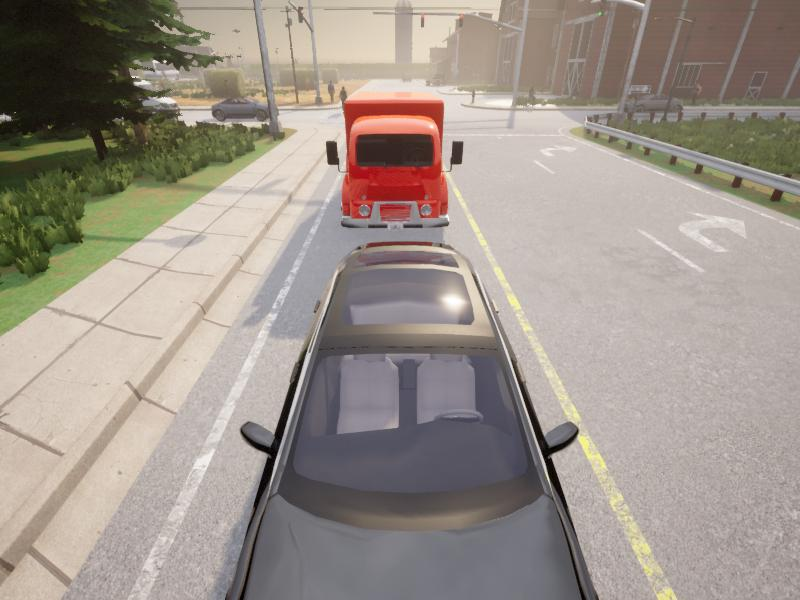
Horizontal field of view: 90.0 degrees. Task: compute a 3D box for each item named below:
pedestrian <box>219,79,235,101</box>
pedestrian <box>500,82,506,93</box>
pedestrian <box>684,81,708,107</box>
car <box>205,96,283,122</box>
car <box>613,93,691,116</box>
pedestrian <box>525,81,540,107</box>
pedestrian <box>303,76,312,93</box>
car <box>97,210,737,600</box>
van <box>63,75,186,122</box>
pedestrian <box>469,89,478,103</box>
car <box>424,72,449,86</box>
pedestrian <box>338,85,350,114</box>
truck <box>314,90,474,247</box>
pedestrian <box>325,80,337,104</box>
[{"bbox_3d":[-16.554,-20.099,38.248,0.751,1.860,0.751,13,33,20],"label":"pedestrian"},{"bbox_3d":[12.387,-25.543,48.105,0.500,1.100,0.500,-1,30,-1],"label":"pedestrian"},{"bbox_3d":[24.128,-16.768,32.617,0.751,1.860,0.751,0,30,0],"label":"pedestrian"},{"bbox_3d":[-10.155,-12.596,26.289,4.181,1.385,1.994,0,30,0],"label":"car"},{"bbox_3d":[18.376,-14.349,29.309,4.181,1.385,1.994,0,30,0],"label":"car"},{"bbox_3d":[10.820,-16.810,32.681,0.751,1.860,0.751,0,30,0],"label":"pedestrian"},{"bbox_3d":[-11.305,-26.435,49.103,0.751,1.860,0.751,-11,32,-17],"label":"pedestrian"},{"bbox_3d":[0.059,0.760,3.240,2.128,1.511,4.902,0,30,0],"label":"car"},{"bbox_3d":[-17.657,-13.101,25.991,5.915,2.561,1.988,0,30,0],"label":"van"},{"bbox_3d":[6.628,-18.384,36.075,0.500,1.100,0.500,-19,35,-29],"label":"pedestrian"},{"bbox_3d":[6.299,-37.973,68.884,1.905,1.878,3.866,-31,40,-33],"label":"car"},{"bbox_3d":[-4.074,-14.656,29.258,0.751,1.860,0.751,-2,30,-3],"label":"pedestrian"},{"bbox_3d":[-0.136,-3.421,9.426,2.627,2.467,5.204,-1,30,-1],"label":"truck"},{"bbox_3d":[-6.059,-18.404,35.356,0.751,1.860,0.751,-10,32,-17],"label":"pedestrian"}]
